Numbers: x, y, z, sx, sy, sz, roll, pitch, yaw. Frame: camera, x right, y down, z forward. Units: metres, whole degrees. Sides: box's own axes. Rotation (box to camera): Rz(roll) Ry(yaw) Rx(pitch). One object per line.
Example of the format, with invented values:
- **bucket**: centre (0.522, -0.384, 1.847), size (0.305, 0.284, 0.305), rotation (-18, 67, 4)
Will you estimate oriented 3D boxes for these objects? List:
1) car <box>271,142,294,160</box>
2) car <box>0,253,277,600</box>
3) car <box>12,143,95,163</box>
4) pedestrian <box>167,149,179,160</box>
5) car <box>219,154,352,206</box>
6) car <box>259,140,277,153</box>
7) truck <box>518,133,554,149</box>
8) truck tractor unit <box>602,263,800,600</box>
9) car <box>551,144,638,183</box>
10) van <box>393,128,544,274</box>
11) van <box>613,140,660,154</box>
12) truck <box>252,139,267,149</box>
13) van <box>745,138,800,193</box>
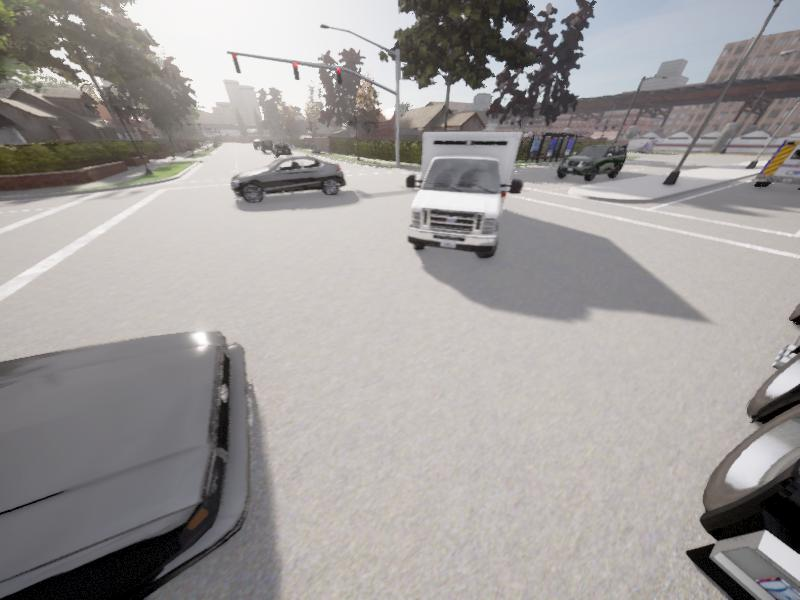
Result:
- **car**: centre (-16.247, -20.608, 31.842), size (1.932, 1.855, 4.605), rotation (-18, 39, -25)
- **car**: centre (-3.636, 1.405, 0.733), size (5.357, 1.411, 2.033), rotation (-18, 39, -24)
- **car**: centre (-33.197, -14.287, 22.360), size (3.806, 1.475, 1.970), rotation (-18, 39, -24)
- **pedestrian**: centre (-26.086, -16.699, 26.520), size (0.500, 1.100, 0.500), rotation (-17, 39, -24)
- **car**: centre (-5.115, -5.794, 10.868), size (5.027, 1.651, 2.152), rotation (-18, 39, -24)
- **car**: centre (-26.231, -30.406, 45.690), size (2.150, 2.045, 5.566), rotation (-18, 39, -25)
- **truck**: centre (41.148, -48.339, 70.239), size (2.891, 3.827, 8.468), rotation (-18, 40, -24)
- **truck tractor unit**: centre (5.109, -0.303, 0.785), size (6.516, 4.208, 3.053), rotation (-18, 39, -24)
- **car**: centre (13.852, -9.848, 16.488), size (5.566, 2.045, 2.150), rotation (-18, 39, -24)
- **van**: centre (1.946, -3.475, 6.891), size (2.351, 2.431, 6.366), rotation (10, 36, 14)
- **van**: centre (51.365, -33.400, 50.327), size (2.351, 2.431, 6.366), rotation (-18, 39, -24)
- **truck**: centre (-36.570, -40.518, 60.042), size (2.390, 2.098, 6.274), rotation (-18, 39, -25)
- **van**: centre (24.163, -8.087, 13.714), size (6.366, 2.431, 2.351), rotation (-18, 39, -24)
